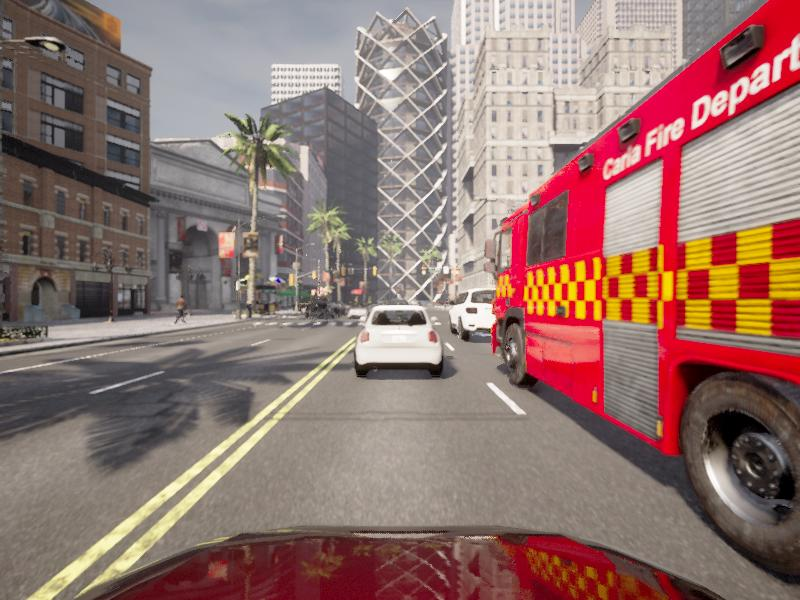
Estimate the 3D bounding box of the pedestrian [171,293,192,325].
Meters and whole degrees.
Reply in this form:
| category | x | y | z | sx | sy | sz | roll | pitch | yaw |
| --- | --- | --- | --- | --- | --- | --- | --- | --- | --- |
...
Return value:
| category | x | y | z | sx | sy | sz | roll | pitch | yaw |
| --- | --- | --- | --- | --- | --- | --- | --- | --- | --- |
| pedestrian | -13.033 | 0.520 | 23.855 | 0.751 | 1.860 | 0.751 | 0 | 0 | 17 |

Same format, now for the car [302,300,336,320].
| category | x | y | z | sx | sy | sz | roll | pitch | yaw |
| --- | --- | --- | --- | --- | --- | --- | --- | --- | --- |
| car | -7.017 | 0.822 | 35.330 | 1.930 | 1.638 | 5.238 | 0 | 0 | 0 |

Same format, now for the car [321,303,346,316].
| category | x | y | z | sx | sy | sz | roll | pitch | yaw |
| --- | --- | --- | --- | --- | --- | --- | --- | --- | --- |
| car | -7.011 | 1.005 | 42.694 | 1.895 | 1.301 | 4.718 | 0 | 0 | 0 |

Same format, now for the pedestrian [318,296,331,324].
| category | x | y | z | sx | sy | sz | roll | pitch | yaw |
| --- | --- | --- | --- | --- | --- | --- | --- | --- | --- |
| pedestrian | -5.155 | 0.677 | 27.180 | 0.751 | 1.860 | 0.751 | 0 | 0 | -2 |

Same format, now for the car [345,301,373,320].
| category | x | y | z | sx | sy | sz | roll | pitch | yaw |
| --- | --- | --- | --- | --- | --- | --- | --- | --- | --- |
| car | -3.517 | 0.879 | 35.387 | 2.007 | 1.525 | 4.514 | 0 | 0 | 0 |

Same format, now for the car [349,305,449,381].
| category | x | y | z | sx | sy | sz | roll | pitch | yaw |
| --- | --- | --- | --- | --- | --- | --- | --- | --- | --- |
| car | -0.029 | 0.868 | 9.790 | 1.970 | 1.475 | 3.806 | 0 | 0 | 0 |

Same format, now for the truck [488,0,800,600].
| category | x | y | z | sx | sy | sz | roll | pitch | yaw |
| --- | --- | --- | --- | --- | --- | --- | --- | --- | --- |
| truck | 3.466 | -0.312 | 4.894 | 2.891 | 3.827 | 8.468 | 0 | 0 | 0 |

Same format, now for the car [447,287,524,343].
| category | x | y | z | sx | sy | sz | roll | pitch | yaw |
| --- | --- | --- | --- | --- | --- | --- | --- | --- | --- |
| car | 3.467 | 0.589 | 17.419 | 2.150 | 2.045 | 5.566 | 0 | -1 | 0 |

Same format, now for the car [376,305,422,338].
| category | x | y | z | sx | sy | sz | roll | pitch | yaw |
| --- | --- | --- | --- | --- | --- | --- | --- | --- | --- |
| car | -0.031 | 0.934 | 19.245 | 1.994 | 1.385 | 4.181 | 0 | 0 | 0 |
